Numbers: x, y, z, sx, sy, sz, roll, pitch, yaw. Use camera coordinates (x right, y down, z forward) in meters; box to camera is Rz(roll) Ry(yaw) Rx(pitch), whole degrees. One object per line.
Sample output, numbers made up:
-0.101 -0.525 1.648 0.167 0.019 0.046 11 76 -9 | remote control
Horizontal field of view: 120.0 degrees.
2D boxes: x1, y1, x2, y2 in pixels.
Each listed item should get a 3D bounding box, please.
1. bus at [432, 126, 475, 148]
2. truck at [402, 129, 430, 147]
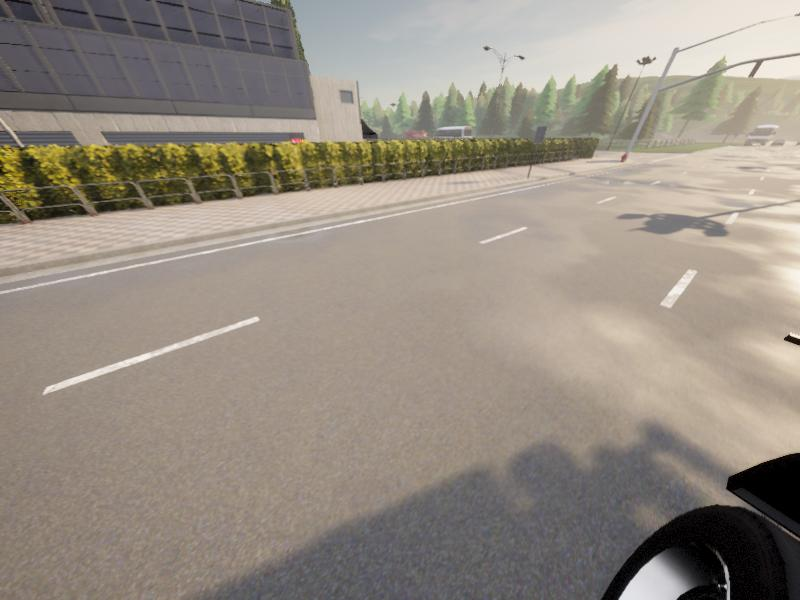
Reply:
13.015 -40.913 58.116 3.944 4.253 10.273 -22 41 -28 | bus
4.283 -44.540 63.695 2.891 3.827 8.468 -22 41 -28 | truck
